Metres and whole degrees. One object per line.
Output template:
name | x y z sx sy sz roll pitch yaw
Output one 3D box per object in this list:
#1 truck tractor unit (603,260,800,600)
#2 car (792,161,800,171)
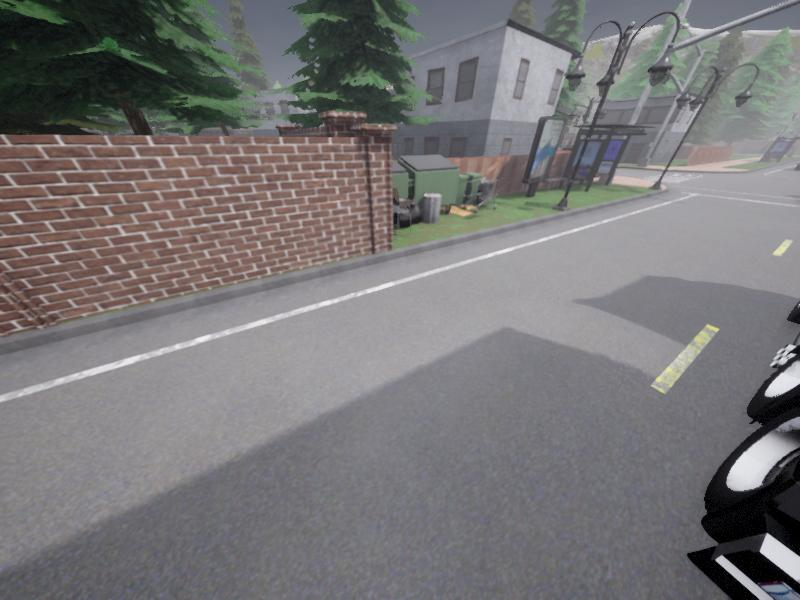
truck tractor unit | 5.102 -0.310 0.791 6.516 4.208 3.053 -19 39 -24
car | 39.786 -13.246 21.545 5.566 2.045 2.150 -18 39 -25
